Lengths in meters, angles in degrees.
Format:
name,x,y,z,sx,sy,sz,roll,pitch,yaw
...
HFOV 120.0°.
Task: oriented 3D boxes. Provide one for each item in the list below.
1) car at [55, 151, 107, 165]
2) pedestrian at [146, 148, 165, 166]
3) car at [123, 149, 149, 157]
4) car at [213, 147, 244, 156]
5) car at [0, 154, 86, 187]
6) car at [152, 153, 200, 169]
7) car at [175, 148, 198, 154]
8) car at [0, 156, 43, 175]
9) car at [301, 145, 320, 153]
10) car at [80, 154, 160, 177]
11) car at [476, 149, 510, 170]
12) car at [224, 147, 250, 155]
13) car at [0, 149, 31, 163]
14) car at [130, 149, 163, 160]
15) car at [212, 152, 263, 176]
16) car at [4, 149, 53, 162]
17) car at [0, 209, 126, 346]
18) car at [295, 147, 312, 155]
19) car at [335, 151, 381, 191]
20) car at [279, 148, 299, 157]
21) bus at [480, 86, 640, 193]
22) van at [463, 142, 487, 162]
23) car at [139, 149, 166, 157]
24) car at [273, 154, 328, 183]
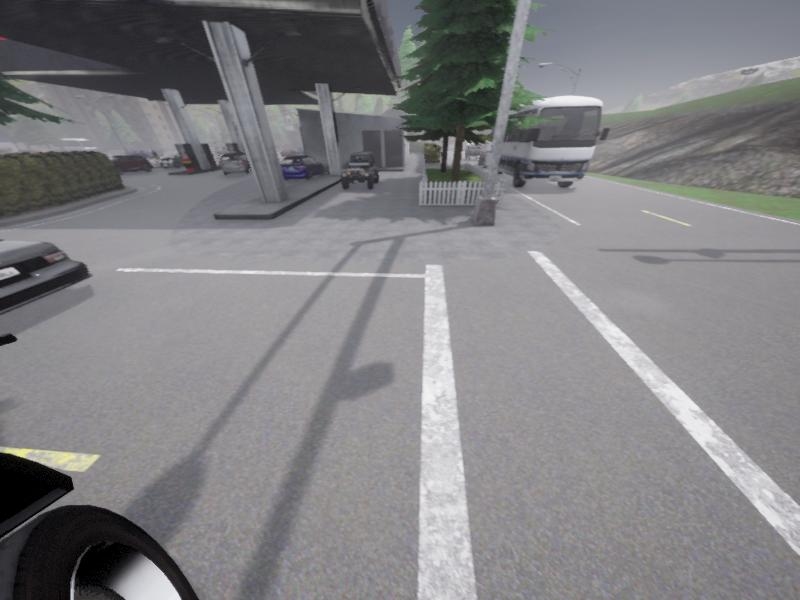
name,x,y,z,sx,sy,sz,roll,pitch,yaw
car,-47.810,-21.355,34.715,4.514,1.523,2.007,1,35,3
pedestrian,-31.872,-18.666,30.158,0.751,1.860,0.751,1,35,3
car,-64.457,-35.977,56.391,3.633,1.501,1.845,1,35,3
car,-38.643,-33.538,52.151,5.027,1.636,2.152,1,35,3
car,-28.690,-10.267,18.227,1.905,1.878,3.866,2,35,4
car,-27.753,-17.358,28.814,1.970,1.475,3.806,2,35,4
car,-65.359,-45.835,70.895,4.792,1.488,2.163,1,35,3
car,-40.895,-14.035,24.077,3.806,1.475,1.970,1,35,3
car,-24.246,-41.270,63.002,2.097,1.767,4.553,14,38,21
car,-28.215,-13.826,23.589,2.033,1.649,4.856,2,35,4
car,9.422,-14.543,23.781,2.007,1.525,4.514,2,35,4
car,-38.485,-35.316,54.731,4.514,1.523,2.007,1,35,3
car,-65.632,-23.996,38.586,3.866,1.878,1.905,1,35,3
car,-47.096,-27.017,42.918,3.633,1.501,1.845,1,35,3
car,-15.542,-13.309,22.489,2.242,1.667,4.611,-7,35,-8
car,-65.848,-25.642,41.006,4.605,1.855,1.932,1,35,3
car,-8.129,-0.298,3.499,5.357,1.411,2.033,0,34,5
car,-22.078,-34.235,53.063,1.816,1.474,4.193,2,35,4
car,-2.489,-8.366,14.847,1.905,1.878,3.866,1,35,3
car,-22.595,-30.121,47.224,1.994,1.385,4.181,2,35,4
bus,8.813,-10.477,15.524,3.944,4.253,10.273,2,35,4
van,10.176,-20.357,31.710,2.069,2.038,4.480,2,35,4
car,-57.254,-34.076,53.484,3.806,1.475,1.970,1,35,3
car,-7.843,-10.845,18.857,2.242,1.667,4.611,1,35,3
